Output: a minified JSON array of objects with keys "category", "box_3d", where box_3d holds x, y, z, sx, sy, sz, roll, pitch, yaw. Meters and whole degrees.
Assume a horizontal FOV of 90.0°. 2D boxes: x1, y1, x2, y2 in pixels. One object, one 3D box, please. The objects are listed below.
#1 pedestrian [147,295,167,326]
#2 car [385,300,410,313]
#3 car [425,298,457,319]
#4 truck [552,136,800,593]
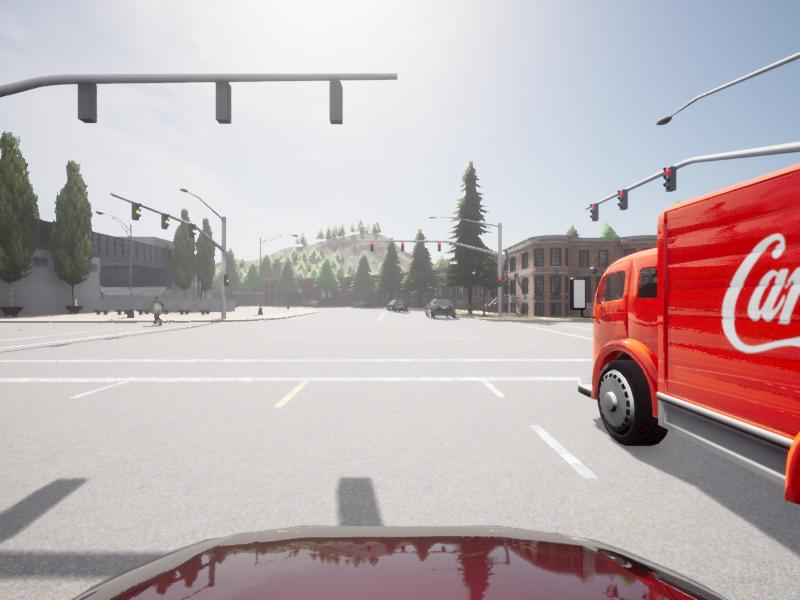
[{"category":"pedestrian","box_3d":[-14.898,0.637,24.560,0.751,1.860,0.751,0,0,2]},{"category":"car","box_3d":[-0.420,0.777,52.368,2.033,1.649,4.856,0,0,-15]},{"category":"car","box_3d":[3.535,0.693,35.430,2.097,1.767,4.553,0,0,-4]},{"category":"truck","box_3d":[3.467,0.353,2.993,2.627,2.467,5.204,0,0,-1]}]
